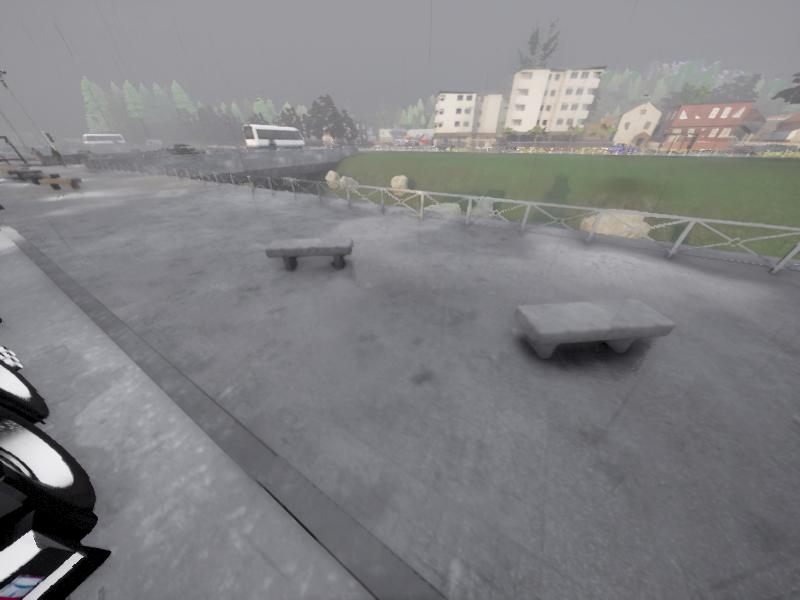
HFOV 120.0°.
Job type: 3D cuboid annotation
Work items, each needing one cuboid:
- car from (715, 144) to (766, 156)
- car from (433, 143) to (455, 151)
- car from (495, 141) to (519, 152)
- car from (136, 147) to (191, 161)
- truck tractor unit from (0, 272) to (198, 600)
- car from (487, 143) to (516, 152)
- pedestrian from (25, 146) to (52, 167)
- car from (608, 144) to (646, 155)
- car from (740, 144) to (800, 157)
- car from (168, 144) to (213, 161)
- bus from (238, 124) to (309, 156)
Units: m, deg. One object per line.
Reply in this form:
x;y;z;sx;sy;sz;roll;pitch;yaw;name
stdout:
53.026;-23.510;36.071;3.806;1.475;1.970;18;39;24;car
10.574;-37.237;56.062;4.892;1.490;1.837;19;39;25;car
21.764;-31.207;46.960;3.866;1.878;1.905;18;39;24;car
-33.441;-20.844;32.897;2.128;1.511;4.902;19;39;25;car
-5.124;-0.288;0.756;6.516;4.208;3.053;18;39;23;truck tractor unit
22.292;-33.470;50.638;5.357;1.411;2.033;18;39;24;car
-38.453;-15.272;24.593;0.751;1.860;0.751;22;41;28;pedestrian
38.363;-25.670;39.228;4.193;1.474;1.816;18;39;24;car
52.583;-21.059;32.477;4.792;1.488;2.163;18;39;24;car
-29.174;-20.682;32.288;1.905;1.878;3.866;17;38;23;car
-22.305;-28.849;41.882;3.944;4.253;10.273;19;38;25;bus
